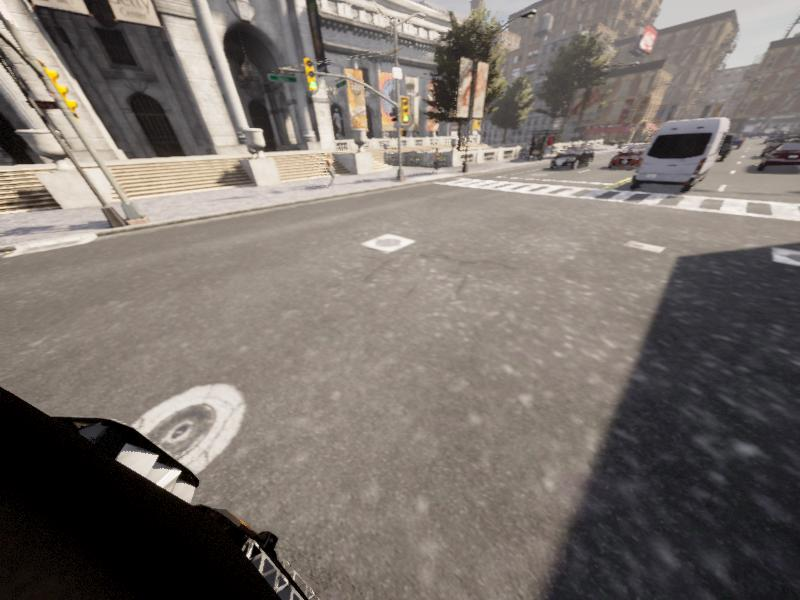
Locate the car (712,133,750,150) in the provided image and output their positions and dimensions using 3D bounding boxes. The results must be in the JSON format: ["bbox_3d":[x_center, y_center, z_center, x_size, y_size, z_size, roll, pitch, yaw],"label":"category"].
[{"bbox_3d":[43.268,-20.721,30.177,5.027,1.651,2.152,-26,40,-30],"label":"car"}]

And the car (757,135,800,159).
[{"bbox_3d":[32.296,-12.944,19.502,4.193,1.474,1.816,-26,40,-30],"label":"car"}]

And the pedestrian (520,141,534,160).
[{"bbox_3d":[14.674,-17.264,26.701,0.751,1.860,0.751,-19,37,-23],"label":"pedestrian"}]

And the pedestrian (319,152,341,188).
[{"bbox_3d":[-4.347,-8.082,14.418,0.751,1.860,0.751,-26,40,-30],"label":"pedestrian"}]

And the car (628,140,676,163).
[{"bbox_3d":[23.171,-13.663,21.240,5.008,1.535,1.882,-27,40,-31],"label":"car"}]

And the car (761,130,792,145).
[{"bbox_3d":[56.617,-24.454,34.743,3.988,1.617,1.851,-23,39,-28],"label":"car"}]

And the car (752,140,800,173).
[{"bbox_3d":[23.845,-8.863,14.115,5.357,1.411,2.033,-25,40,-30],"label":"car"}]

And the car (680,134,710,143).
[{"bbox_3d":[64.401,-35.267,50.493,4.674,1.452,2.002,-13,35,-14],"label":"car"}]

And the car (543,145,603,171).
[{"bbox_3d":[14.437,-11.874,19.266,4.902,1.511,2.128,-26,40,-30],"label":"car"}]

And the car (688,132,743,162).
[{"bbox_3d":[26.514,-12.837,19.424,3.866,1.878,1.905,-26,40,-30],"label":"car"}]

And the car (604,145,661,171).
[{"bbox_3d":[17.952,-11.021,17.840,4.181,1.385,1.994,-26,40,-31],"label":"car"}]

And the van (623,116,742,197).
[{"bbox_3d":[13.128,-6.725,10.716,5.915,2.561,1.988,-25,40,-30],"label":"van"}]

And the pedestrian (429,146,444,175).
[{"bbox_3d":[2.811,-10.788,17.917,0.751,1.860,0.751,-19,37,-23],"label":"pedestrian"}]
